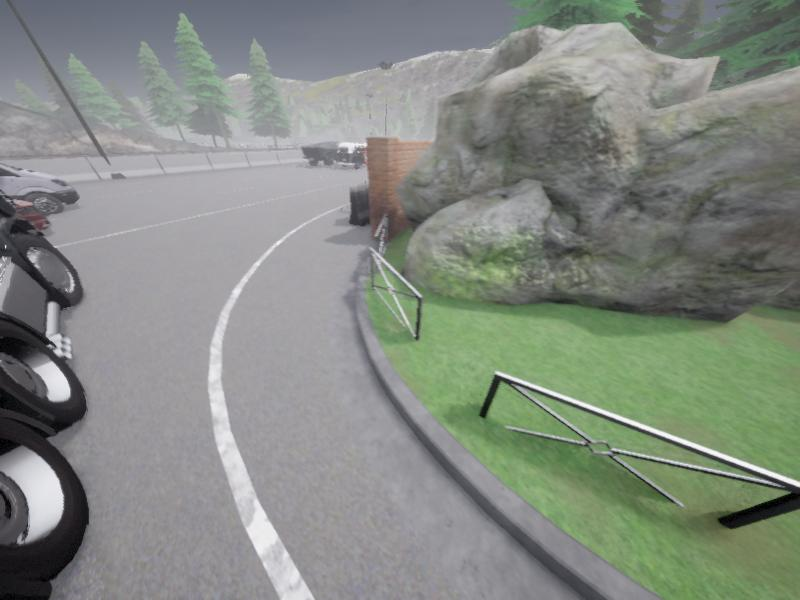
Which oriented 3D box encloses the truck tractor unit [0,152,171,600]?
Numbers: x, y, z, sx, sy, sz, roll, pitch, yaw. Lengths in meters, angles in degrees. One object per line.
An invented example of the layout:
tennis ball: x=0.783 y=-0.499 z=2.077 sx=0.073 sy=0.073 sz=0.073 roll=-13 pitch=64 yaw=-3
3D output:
truck tractor unit: x=-4.919 y=-0.457 z=1.021 sx=6.516 sy=4.208 sz=3.053 roll=26 pitch=44 yaw=33

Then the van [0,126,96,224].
van: x=-13.968 y=-3.311 z=6.379 sx=1.988 sy=2.561 sz=5.915 roll=17 pitch=38 yaw=21

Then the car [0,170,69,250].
car: x=-11.335 y=-1.420 z=4.614 sx=1.882 sy=1.535 sz=5.008 roll=17 pitch=38 yaw=21

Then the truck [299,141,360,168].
truck: x=-7.051 y=-15.345 z=24.177 sx=2.390 sy=2.098 sz=6.274 roll=17 pitch=38 yaw=21
